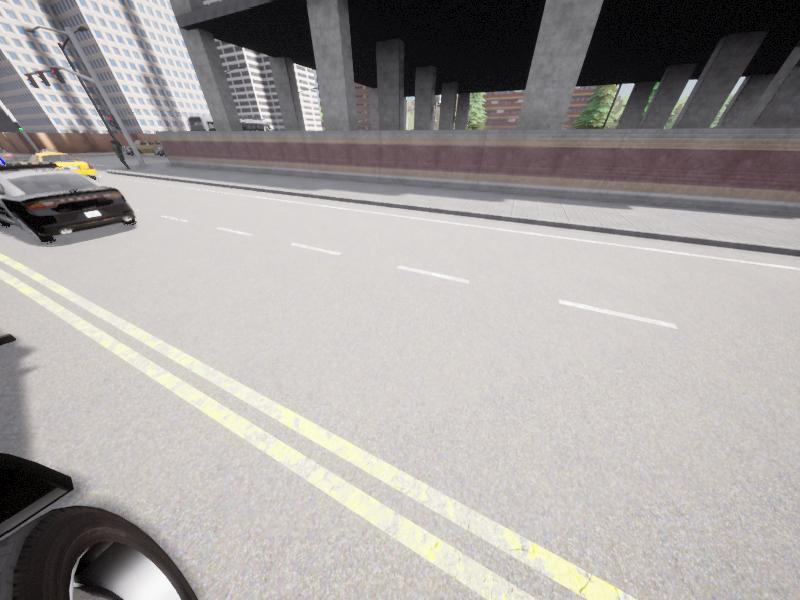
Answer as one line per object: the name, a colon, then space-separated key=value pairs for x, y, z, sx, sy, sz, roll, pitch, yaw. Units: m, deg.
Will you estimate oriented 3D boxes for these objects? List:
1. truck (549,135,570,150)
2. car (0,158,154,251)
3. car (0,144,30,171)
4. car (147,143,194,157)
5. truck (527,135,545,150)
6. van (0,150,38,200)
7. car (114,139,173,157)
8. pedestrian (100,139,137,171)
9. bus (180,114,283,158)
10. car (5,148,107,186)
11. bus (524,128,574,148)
truck: x=33.324 y=-33.022 z=48.475 sx=2.615 sy=2.467 sz=5.204 roll=15 pitch=38 yaw=20
car: x=-10.170 y=-2.985 z=6.649 sx=5.238 sy=1.638 sz=1.930 roll=15 pitch=38 yaw=20
car: x=-32.530 y=-11.221 z=18.154 sx=4.611 sy=1.667 sz=2.242 roll=15 pitch=38 yaw=20
car: x=-30.665 y=-20.191 z=31.042 sx=1.970 sy=1.475 sz=3.806 roll=15 pitch=38 yaw=20
truck: x=29.413 y=-34.079 z=49.948 sx=2.615 sy=2.467 sz=5.204 roll=15 pitch=38 yaw=20
van: x=-20.046 y=-5.942 z=10.096 sx=6.366 sy=2.431 sz=2.351 roll=15 pitch=38 yaw=19
car: x=-34.379 y=-20.518 z=31.134 sx=1.932 sy=1.855 sz=4.605 roll=17 pitch=38 yaw=22
pedestrian: x=-20.300 y=-10.489 z=16.721 sx=0.751 sy=1.860 sz=0.751 roll=-10 pitch=36 yaw=-14
bus: x=-22.285 y=-22.480 z=31.929 sx=3.944 sy=4.253 sz=10.273 roll=16 pitch=38 yaw=21
car: x=-20.388 y=-7.980 z=13.716 sx=5.366 sy=1.575 sz=1.801 roll=16 pitch=38 yaw=21
bus: x=39.949 y=-43.856 z=62.589 sx=10.273 sy=4.253 sz=3.944 roll=15 pitch=38 yaw=20
